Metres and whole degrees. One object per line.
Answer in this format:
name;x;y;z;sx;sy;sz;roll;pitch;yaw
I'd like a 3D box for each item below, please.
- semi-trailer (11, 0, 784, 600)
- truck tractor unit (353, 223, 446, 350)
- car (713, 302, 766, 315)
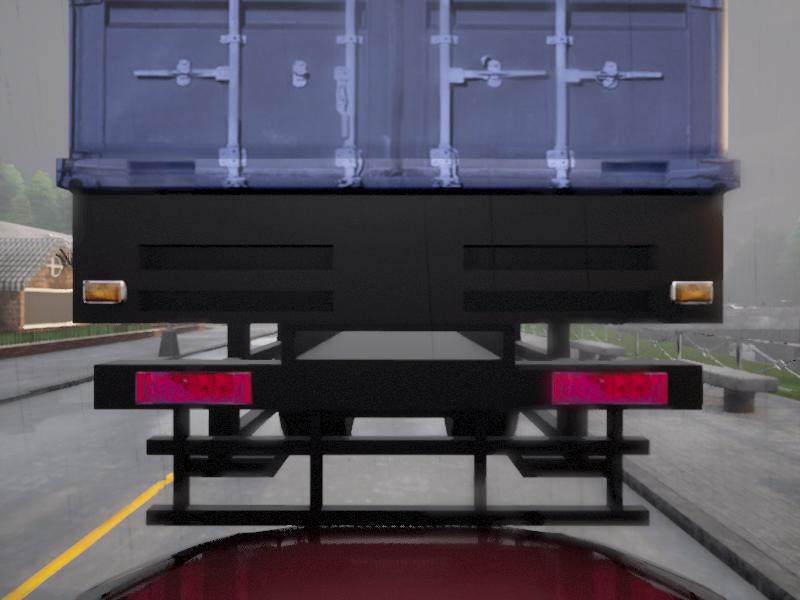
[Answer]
semi-trailer;-0.011;-0.589;8.543;2.717;4.402;14.254;0;0;0
truck tractor unit;-0.021;-0.460;16.453;3.053;4.208;6.516;0;0;0
car;42.255;1.071;49.879;4.974;1.542;2.038;0;0;0
